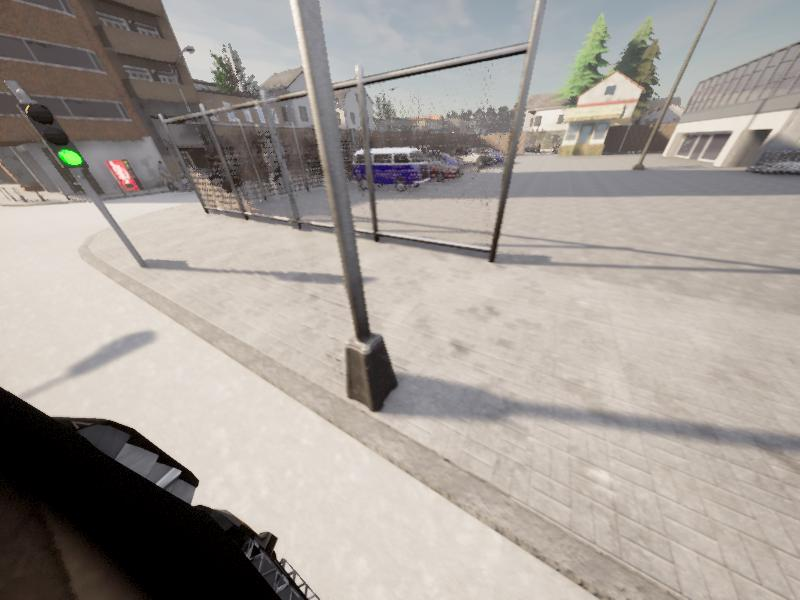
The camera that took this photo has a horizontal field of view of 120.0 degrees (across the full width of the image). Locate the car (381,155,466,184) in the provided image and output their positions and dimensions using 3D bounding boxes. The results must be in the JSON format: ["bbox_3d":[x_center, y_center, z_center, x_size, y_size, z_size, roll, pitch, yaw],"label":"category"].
[{"bbox_3d":[1.527,-9.012,15.897,5.357,1.415,2.033,16,38,26],"label":"car"}]

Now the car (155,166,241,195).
[{"bbox_3d":[-14.587,-8.866,16.998,1.994,1.385,4.181,15,37,24],"label":"car"}]

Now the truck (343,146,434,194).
[{"bbox_3d":[-0.609,-7.343,12.988,4.478,2.038,2.069,16,38,26],"label":"truck"}]

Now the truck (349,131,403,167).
[{"bbox_3d":[-3.047,-21.474,32.839,2.891,3.827,8.468,16,38,26],"label":"truck"}]

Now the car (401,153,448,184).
[{"bbox_3d":[1.776,-9.144,15.948,1.789,1.547,3.705,16,38,26],"label":"car"}]

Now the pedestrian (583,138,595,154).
[{"bbox_3d":[26.718,-21.791,32.714,0.751,1.860,0.751,19,39,29],"label":"pedestrian"}]

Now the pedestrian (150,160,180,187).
[{"bbox_3d":[-18.882,-10.193,18.604,0.751,1.860,0.751,4,34,10],"label":"pedestrian"}]

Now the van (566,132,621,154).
[{"bbox_3d":[29.620,-24.216,35.755,5.915,2.561,1.988,16,38,26],"label":"van"}]

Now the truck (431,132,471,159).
[{"bbox_3d":[9.350,-28.446,42.394,2.891,3.827,8.468,25,43,35],"label":"truck"}]
